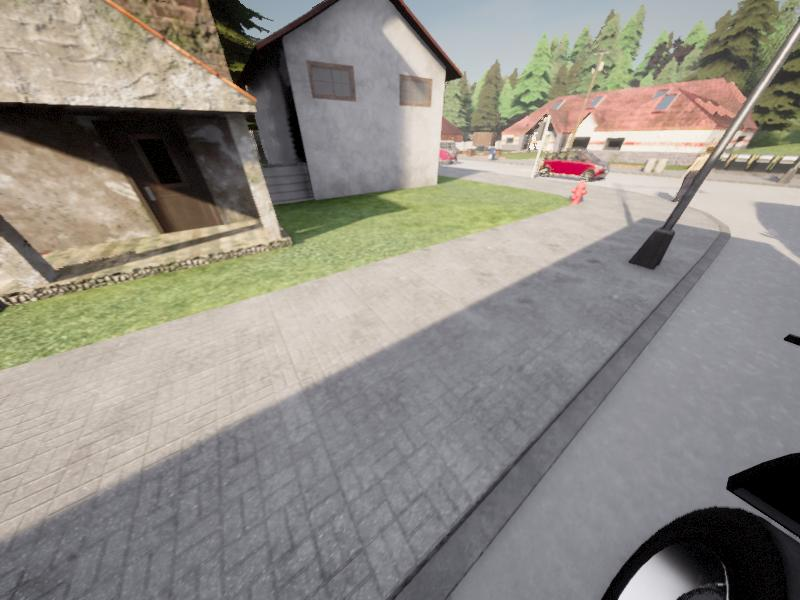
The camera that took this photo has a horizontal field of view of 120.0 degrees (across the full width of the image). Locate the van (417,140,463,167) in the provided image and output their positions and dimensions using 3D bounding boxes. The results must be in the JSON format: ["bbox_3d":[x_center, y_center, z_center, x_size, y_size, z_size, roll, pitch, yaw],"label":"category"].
[{"bbox_3d":[3.762,-14.526,22.770,1.775,1.987,4.442,-22,40,-27],"label":"van"}]

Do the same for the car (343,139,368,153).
[{"bbox_3d":[-8.296,-28.707,42.922,2.150,2.045,5.566,-22,40,-27],"label":"car"}]

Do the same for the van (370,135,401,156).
[{"bbox_3d":[-2.276,-23.880,35.600,1.988,2.561,5.915,-22,40,-27],"label":"van"}]

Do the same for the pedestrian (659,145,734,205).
[{"bbox_3d":[10.789,-4.598,8.523,0.751,1.860,0.751,14,38,19],"label":"pedestrian"}]

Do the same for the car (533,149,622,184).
[{"bbox_3d":[10.857,-8.407,14.414,1.789,1.549,3.705,-22,40,-27],"label":"car"}]
